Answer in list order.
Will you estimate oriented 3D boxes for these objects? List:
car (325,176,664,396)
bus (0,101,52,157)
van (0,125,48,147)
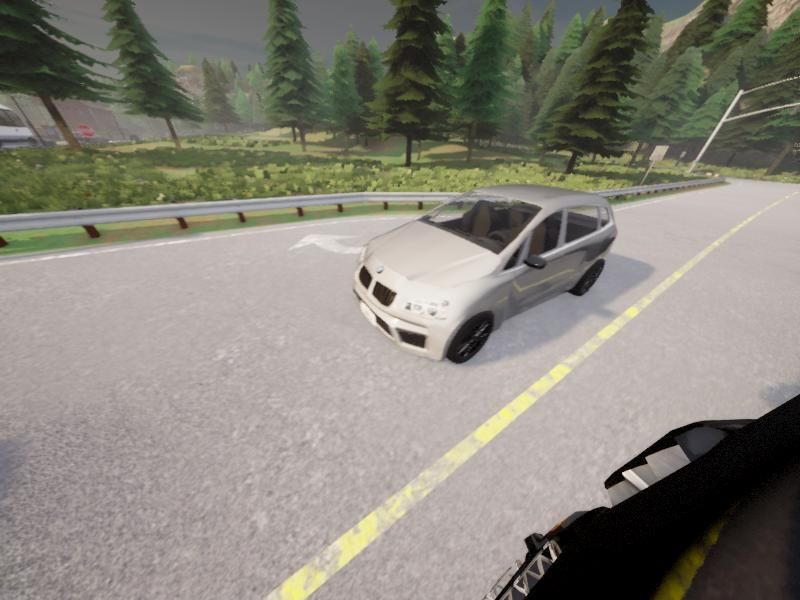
[{"bbox_3d":[1.534,-0.880,3.761,4.611,1.667,2.242,-18,39,-28],"label":"car"},{"bbox_3d":[-38.592,-15.564,20.736,3.944,4.253,10.273,-18,39,-27],"label":"bus"},{"bbox_3d":[-56.826,-23.547,33.069,6.366,2.431,2.351,-10,35,-17],"label":"van"}]
